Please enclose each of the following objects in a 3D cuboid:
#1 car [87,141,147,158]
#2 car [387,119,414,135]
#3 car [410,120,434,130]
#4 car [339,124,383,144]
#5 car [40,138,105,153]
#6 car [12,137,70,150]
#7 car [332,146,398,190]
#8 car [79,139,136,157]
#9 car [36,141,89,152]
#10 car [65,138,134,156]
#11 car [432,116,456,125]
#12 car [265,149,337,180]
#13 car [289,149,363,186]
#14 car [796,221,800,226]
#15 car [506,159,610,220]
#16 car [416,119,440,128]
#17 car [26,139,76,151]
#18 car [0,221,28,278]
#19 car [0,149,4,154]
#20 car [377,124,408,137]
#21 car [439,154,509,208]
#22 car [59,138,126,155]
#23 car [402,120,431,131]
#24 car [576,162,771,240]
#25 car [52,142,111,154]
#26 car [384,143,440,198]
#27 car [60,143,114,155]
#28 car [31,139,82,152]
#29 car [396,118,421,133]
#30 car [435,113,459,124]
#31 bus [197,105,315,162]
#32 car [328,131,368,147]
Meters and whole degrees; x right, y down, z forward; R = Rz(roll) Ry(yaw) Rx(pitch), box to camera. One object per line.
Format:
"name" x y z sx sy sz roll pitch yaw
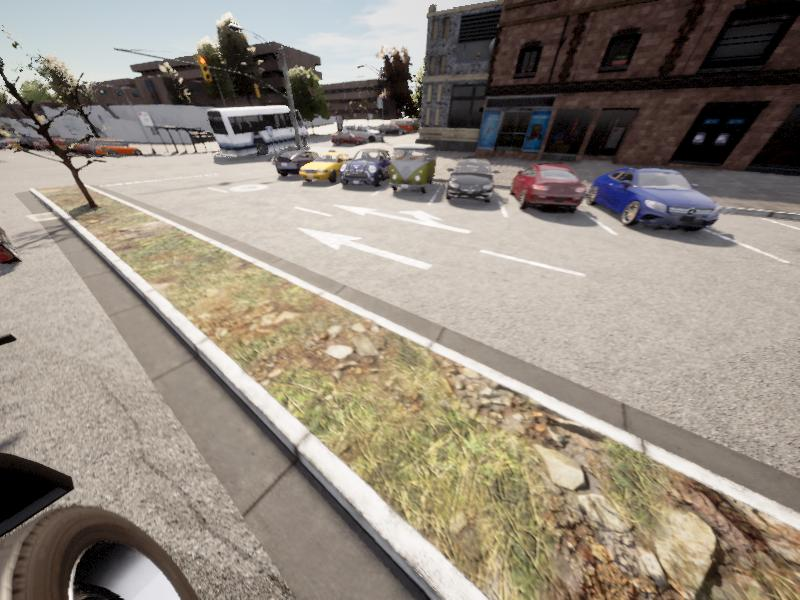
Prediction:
"car" -39.061 -20.984 32.121 2.185 1.767 4.553 5 35 7
"car" 0.117 -30.641 40.872 4.442 1.987 1.878 5 42 6
"car" 4.532 -35.699 47.051 4.674 1.452 2.002 5 42 6
"car" -5.463 -23.638 32.837 5.566 2.045 2.435 6 41 6
"car" -54.953 -26.120 39.010 2.435 2.045 5.566 5 35 6
"car" -70.881 -31.022 45.840 2.435 2.045 5.566 5 35 6
"car" -1.713 -7.767 13.330 2.185 1.767 4.553 9 35 11
"car" -41.707 -21.867 33.169 1.878 1.987 4.442 5 35 6
"car" -60.258 -27.540 41.408 2.231 1.521 4.892 5 35 6
"car" -44.339 -22.776 34.385 2.435 2.045 5.566 5 35 6
"car" 10.367 -42.752 55.041 5.366 1.575 1.946 5 41 6
"car" -6.629 -9.628 16.207 2.163 1.488 4.792 8 35 10
"car" -4.282 -8.520 14.584 1.946 1.575 5.366 8 35 10
"car" 13.154 -1.593 4.987 2.002 1.452 4.674 9 35 13
"car" 5.758 -4.641 9.246 2.002 1.452 4.674 9 35 12
"car" 5.949 -37.463 49.065 4.674 1.452 2.002 5 41 6
"car" -65.578 -29.258 43.581 2.185 1.767 4.553 5 35 6
"car" -9.873 -1.351 4.559 4.181 1.385 1.994 21 40 27
"car" -65.465 -23.862 36.319 5.357 1.411 2.033 16 38 21
"car" -1.204 -28.711 39.013 4.892 1.521 2.231 6 41 6
"car" 3.282 -5.676 10.627 2.231 1.521 4.892 9 35 11
"car" -46.992 -23.643 35.584 2.435 2.045 5.566 5 35 6
"car" 3.281 -33.961 45.001 5.366 1.575 1.946 5 41 6
"car" 8.241 -3.635 7.841 2.002 1.452 4.674 9 35 12
"car" -52.278 -25.182 38.141 1.946 1.575 5.366 5 35 6
"car" 0.760 -6.787 11.783 1.878 1.987 4.442 9 35 11
"car" -49.653 -24.214 36.870 2.002 1.452 4.674 5 35 6
"car" -62.908 -28.477 42.494 2.185 1.767 4.553 5 35 6
"car" 1.548 -32.399 42.880 4.442 1.987 1.878 6 42 6
"car" 11.555 -44.722 56.915 5.566 2.045 2.435 5 42 6
"bus" -15.530 -19.435 26.529 3.944 4.253 10.273 21 46 23
"car" -6.913 -21.663 31.024 4.674 1.452 2.002 5 41 6
